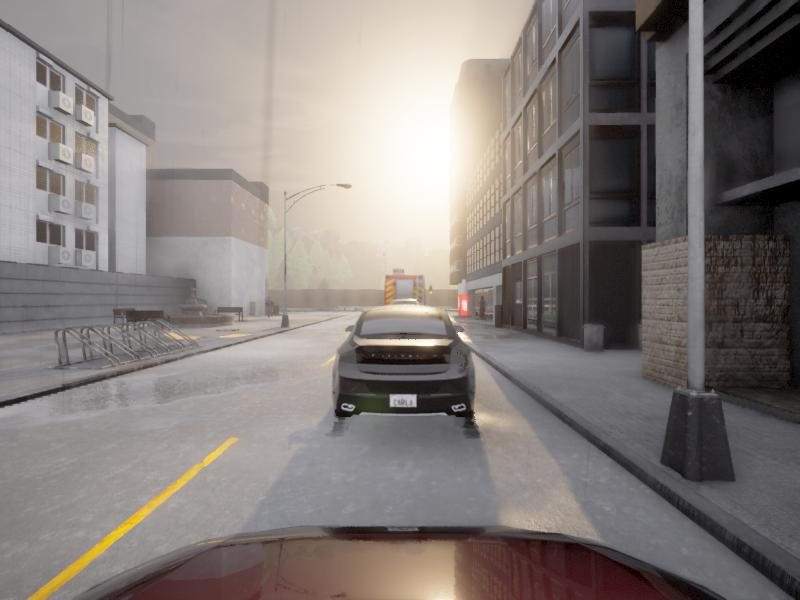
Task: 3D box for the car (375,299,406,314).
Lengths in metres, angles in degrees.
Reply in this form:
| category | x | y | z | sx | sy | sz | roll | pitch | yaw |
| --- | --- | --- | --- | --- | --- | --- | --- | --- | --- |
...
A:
| category | x | y | z | sx | sy | sz | roll | pitch | yaw |
| --- | --- | --- | --- | --- | --- | --- | --- | --- | --- |
| car | -1.172 | 0.778 | 47.204 | 2.033 | 1.649 | 4.856 | 1 | 0 | -23 |

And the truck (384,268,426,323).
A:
| category | x | y | z | sx | sy | sz | roll | pitch | yaw |
| --- | --- | --- | --- | --- | --- | --- | --- | --- | --- |
| truck | 0.390 | -0.321 | 31.860 | 2.891 | 3.827 | 8.468 | 0 | 0 | 1 |

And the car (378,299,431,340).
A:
| category | x | y | z | sx | sy | sz | roll | pitch | yaw |
| --- | --- | --- | --- | --- | --- | --- | --- | --- | --- |
| car | 0.218 | 0.780 | 18.608 | 2.152 | 1.651 | 5.027 | 0 | 0 | 1 |

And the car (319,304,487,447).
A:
| category | x | y | z | sx | sy | sz | roll | pitch | yaw |
| --- | --- | --- | --- | --- | --- | --- | --- | --- | --- |
| car | 0.074 | 0.846 | 6.824 | 1.837 | 1.490 | 4.892 | 0 | 0 | 1 |

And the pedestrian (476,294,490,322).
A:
| category | x | y | z | sx | sy | sz | roll | pitch | yaw |
| --- | --- | --- | --- | --- | --- | --- | --- | --- | --- |
| pedestrian | 5.731 | 0.533 | 27.635 | 0.751 | 1.860 | 0.751 | 0 | 0 | 33 |

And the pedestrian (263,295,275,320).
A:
| category | x | y | z | sx | sy | sz | roll | pitch | yaw |
| --- | --- | --- | --- | --- | --- | --- | --- | --- | --- |
| pedestrian | -9.993 | 0.547 | 30.547 | 0.751 | 1.860 | 0.751 | 0 | 0 | -10 |
